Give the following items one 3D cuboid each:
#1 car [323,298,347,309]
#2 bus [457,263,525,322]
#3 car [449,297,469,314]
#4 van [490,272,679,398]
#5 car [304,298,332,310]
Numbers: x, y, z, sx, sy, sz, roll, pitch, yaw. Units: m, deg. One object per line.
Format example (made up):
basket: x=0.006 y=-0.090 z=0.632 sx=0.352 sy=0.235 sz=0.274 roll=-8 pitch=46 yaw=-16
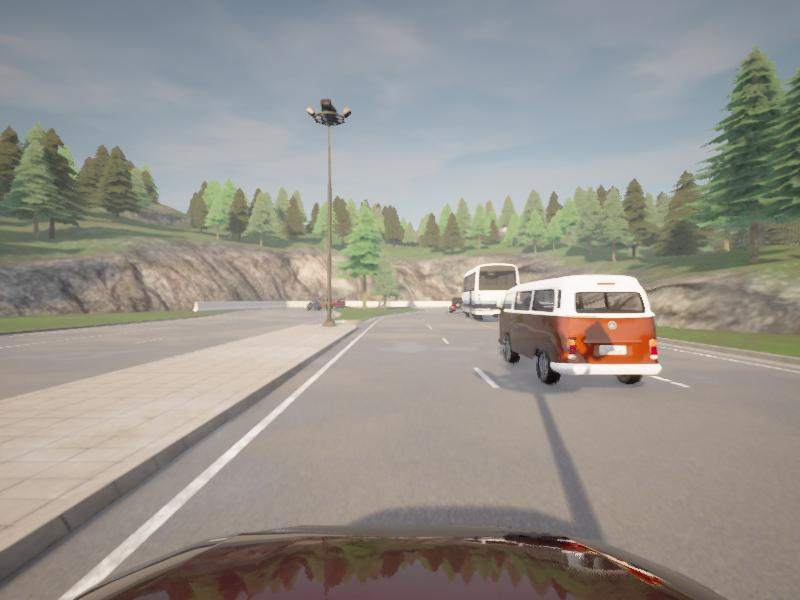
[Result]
car: x=-12.018 y=0.635 z=74.252 sx=3.866 sy=1.878 sz=1.905 roll=0 pitch=0 yaw=-35
bus: x=7.201 y=-0.542 z=33.765 sx=3.944 sy=4.253 sz=10.273 roll=0 pitch=0 yaw=3
car: x=7.176 y=0.632 z=48.471 sx=1.905 sy=1.878 sz=3.866 roll=0 pitch=0 yaw=16
van: x=3.506 y=0.569 z=8.745 sx=2.069 sy=2.038 sz=4.480 roll=0 pitch=0 yaw=0
car: x=-13.863 y=0.634 z=67.739 sx=1.932 sy=1.855 sz=4.605 roll=0 pitch=0 yaw=36
